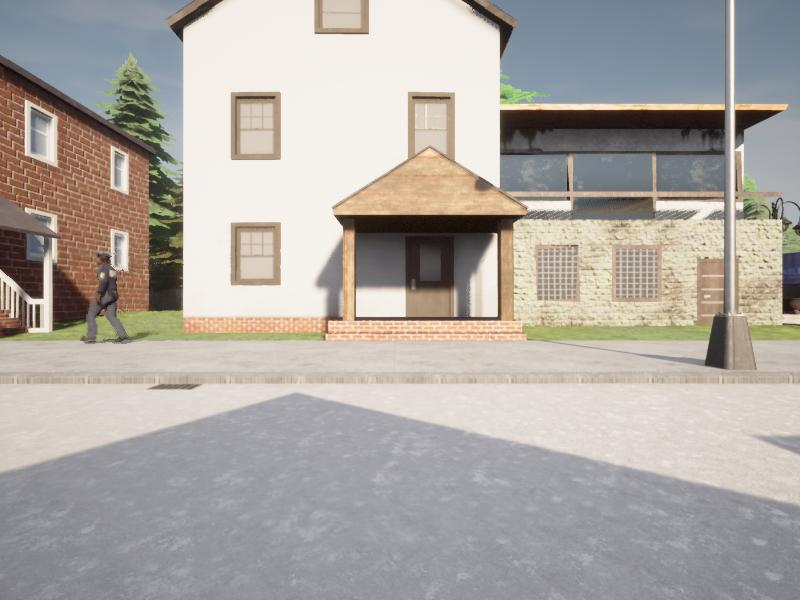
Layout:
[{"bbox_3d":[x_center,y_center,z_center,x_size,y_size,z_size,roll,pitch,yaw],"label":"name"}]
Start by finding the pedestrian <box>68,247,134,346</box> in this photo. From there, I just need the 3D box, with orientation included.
[{"bbox_3d":[-5.915,-0.067,7.959,0.751,1.860,0.751,0,0,0],"label":"pedestrian"}]

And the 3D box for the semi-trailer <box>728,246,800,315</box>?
[{"bbox_3d":[26.927,-1.218,23.972,2.717,4.402,14.254,0,0,-1],"label":"semi-trailer"}]
